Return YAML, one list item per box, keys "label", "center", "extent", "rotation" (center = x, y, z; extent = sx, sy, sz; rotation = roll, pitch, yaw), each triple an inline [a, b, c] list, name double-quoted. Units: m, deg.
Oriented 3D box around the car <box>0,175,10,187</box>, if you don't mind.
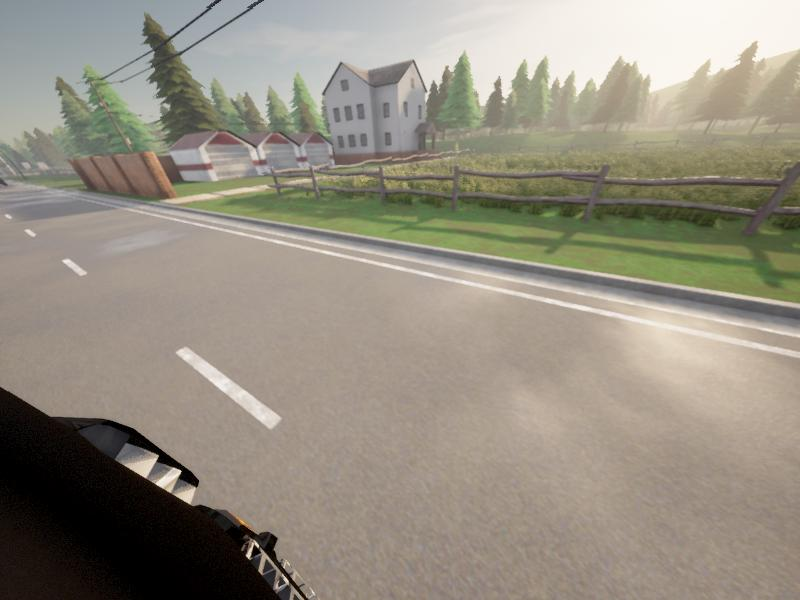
- label: "car"
  center: [-58.663, -17.278, 32.861]
  extent: [5.566, 2.045, 2.150]
  rotation: [16, 38, 26]
